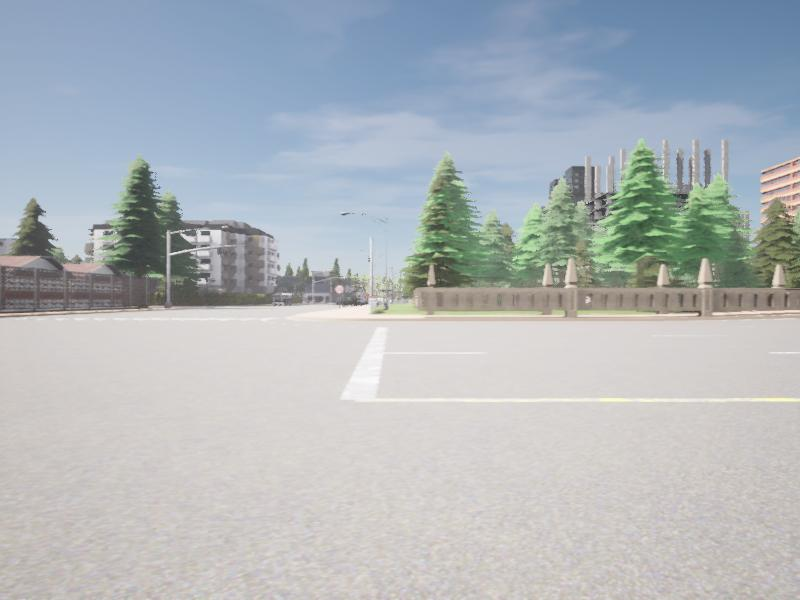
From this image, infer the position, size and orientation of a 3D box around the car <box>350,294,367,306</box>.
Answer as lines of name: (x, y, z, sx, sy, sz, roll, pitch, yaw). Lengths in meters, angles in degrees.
car: (-7.154, -0.028, 69.499, 2.150, 2.045, 5.566, 0, 0, 2)

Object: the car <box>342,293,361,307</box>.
car: (-7.402, -0.028, 61.285, 2.150, 2.045, 5.566, 0, 0, 1)

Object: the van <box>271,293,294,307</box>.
van: (-17.918, -0.021, 61.070, 2.069, 2.038, 4.480, 0, 0, 2)
